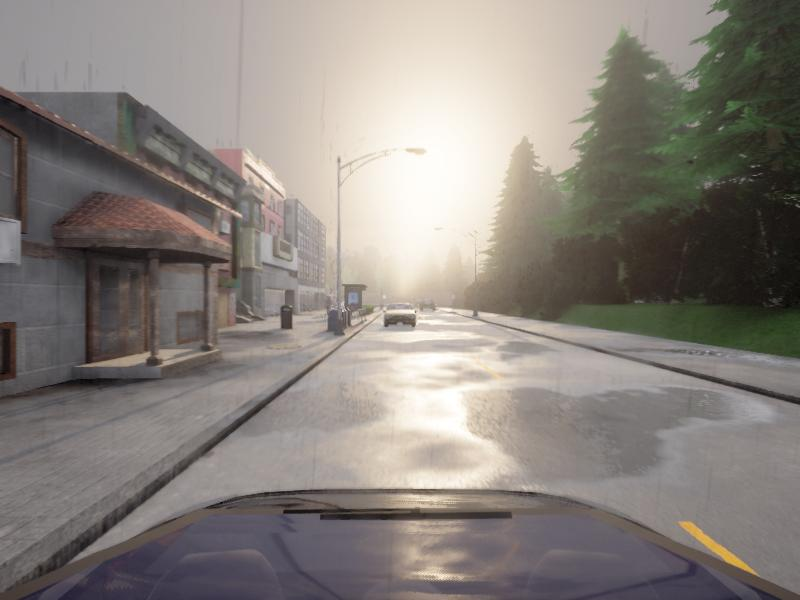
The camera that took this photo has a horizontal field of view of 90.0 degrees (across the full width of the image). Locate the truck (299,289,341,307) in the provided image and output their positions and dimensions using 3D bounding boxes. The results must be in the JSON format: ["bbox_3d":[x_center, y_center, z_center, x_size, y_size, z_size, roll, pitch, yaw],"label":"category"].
[{"bbox_3d":[-17.036,-0.397,85.310,8.468,3.827,2.891,0,0,0],"label":"truck"}]

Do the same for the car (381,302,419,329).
[{"bbox_3d":[0.000,0.873,24.281,2.033,1.411,5.357,0,0,0],"label":"car"}]

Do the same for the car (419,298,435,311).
[{"bbox_3d":[4.009,0.643,59.286,2.097,1.767,4.553,0,0,0],"label":"car"}]

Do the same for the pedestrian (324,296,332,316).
[{"bbox_3d":[-6.557,0.524,36.478,0.751,1.860,0.751,0,0,-11],"label":"pedestrian"}]
